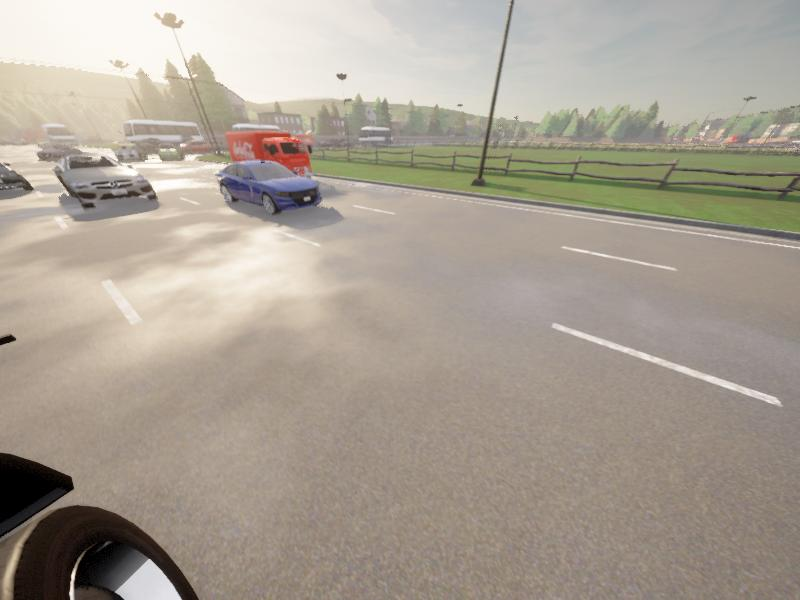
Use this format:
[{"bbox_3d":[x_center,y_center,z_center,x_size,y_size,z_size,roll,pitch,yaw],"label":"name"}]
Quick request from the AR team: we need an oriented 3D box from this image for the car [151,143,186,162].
[{"bbox_3d":[-25.929,-16.727,26.056,2.007,1.525,4.514,-21,40,-27],"label":"car"}]

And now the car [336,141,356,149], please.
[{"bbox_3d":[-12.599,-36.026,53.685,1.994,1.385,4.181,22,41,28],"label":"car"}]

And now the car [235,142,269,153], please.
[{"bbox_3d":[-24.916,-25.761,39.012,1.994,1.385,4.181,21,40,26],"label":"car"}]

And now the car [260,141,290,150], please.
[{"bbox_3d":[-25.872,-32.154,47.970,2.163,1.488,4.792,22,41,27],"label":"car"}]

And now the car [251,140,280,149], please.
[{"bbox_3d":[-28.755,-33.358,49.485,2.242,1.667,4.611,22,41,28],"label":"car"}]

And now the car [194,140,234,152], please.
[{"bbox_3d":[-32.238,-26.776,40.117,2.242,1.667,4.611,20,40,26],"label":"car"}]

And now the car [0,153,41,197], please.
[{"bbox_3d":[-19.368,-5.882,10.706,3.705,1.549,1.789,17,39,21],"label":"car"}]

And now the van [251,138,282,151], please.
[{"bbox_3d":[-25.159,-29.400,43.634,1.775,1.987,4.442,22,40,27],"label":"van"}]

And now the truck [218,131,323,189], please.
[{"bbox_3d":[-7.523,-8.352,13.539,5.204,2.467,2.627,23,41,28],"label":"truck"}]

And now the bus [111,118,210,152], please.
[{"bbox_3d":[-40.088,-28.023,39.576,3.944,4.253,10.273,18,38,24],"label":"bus"}]

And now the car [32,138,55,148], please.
[{"bbox_3d":[-76.155,-33.523,49.340,5.366,1.575,1.801,22,41,28],"label":"car"}]

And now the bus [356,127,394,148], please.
[{"bbox_3d":[-6.194,-42.392,60.271,3.944,4.253,10.273,22,41,27],"label":"bus"}]

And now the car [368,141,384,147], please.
[{"bbox_3d":[-6.739,-44.412,65.695,1.895,1.301,4.718,22,41,28],"label":"car"}]

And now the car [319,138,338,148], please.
[{"bbox_3d":[-17.746,-39.067,57.495,1.905,1.878,3.866,22,40,28],"label":"car"}]

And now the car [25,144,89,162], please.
[{"bbox_3d":[-37.003,-16.052,25.130,1.994,1.385,4.181,-14,38,-19],"label":"car"}]

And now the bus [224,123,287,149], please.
[{"bbox_3d":[-31.285,-35.903,50.837,3.944,4.253,10.273,21,40,27],"label":"bus"}]

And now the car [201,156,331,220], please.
[{"bbox_3d":[-5.239,-4.550,8.979,5.008,1.535,1.882,22,41,28],"label":"car"}]

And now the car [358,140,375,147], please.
[{"bbox_3d":[-9.604,-45.681,67.256,1.882,1.535,5.008,22,40,27],"label":"car"}]

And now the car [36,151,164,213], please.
[{"bbox_3d":[-12.496,-5.103,9.621,5.027,1.651,2.152,23,41,28],"label":"car"}]

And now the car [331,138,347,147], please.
[{"bbox_3d":[-16.741,-43.451,63.718,1.905,1.878,3.866,22,41,28],"label":"car"}]

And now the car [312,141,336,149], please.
[{"bbox_3d":[-17.316,-35.717,53.079,2.128,1.511,4.902,22,40,28],"label":"car"}]

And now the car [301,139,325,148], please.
[{"bbox_3d":[-21.792,-39.279,57.988,2.152,1.651,5.027,21,40,27],"label":"car"}]

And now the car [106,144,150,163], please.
[{"bbox_3d":[-28.717,-15.643,24.535,1.970,1.475,3.806,-21,40,-27],"label":"car"}]

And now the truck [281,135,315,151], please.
[{"bbox_3d":[-19.718,-30.564,44.917,2.627,2.467,5.204,22,41,27],"label":"truck"}]

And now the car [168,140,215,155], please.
[{"bbox_3d":[-31.499,-23.239,35.110,2.242,1.667,4.611,14,37,19],"label":"car"}]

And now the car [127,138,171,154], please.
[{"bbox_3d":[-38.492,-23.748,35.575,1.905,1.878,3.866,9,36,12],"label":"car"}]

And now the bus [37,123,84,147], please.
[{"bbox_3d":[-79.567,-38.560,54.129,10.273,4.253,3.944,23,41,27],"label":"bus"}]

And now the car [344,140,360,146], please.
[{"bbox_3d":[-14.704,-48.542,71.275,2.007,1.525,4.514,22,40,27],"label":"car"}]
